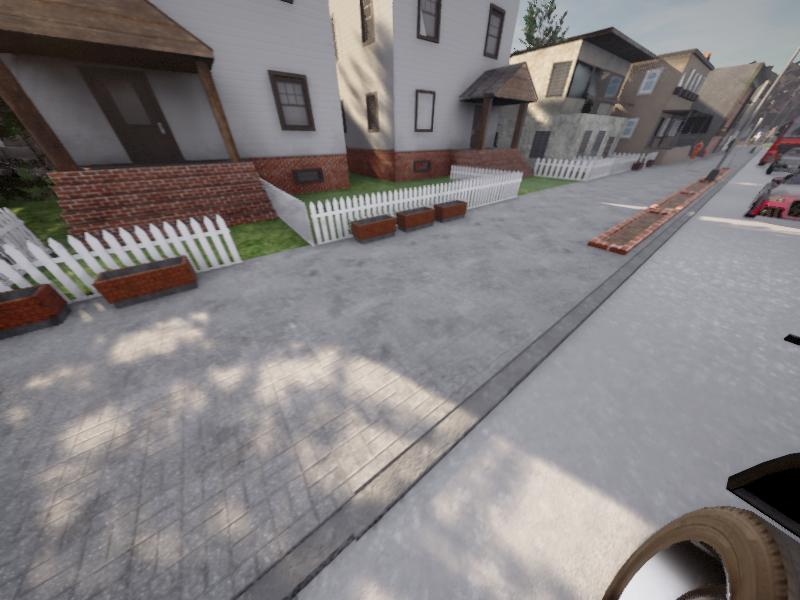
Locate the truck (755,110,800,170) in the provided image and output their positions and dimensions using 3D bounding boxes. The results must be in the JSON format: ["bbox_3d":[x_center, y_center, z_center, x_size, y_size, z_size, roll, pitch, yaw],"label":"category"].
[{"bbox_3d":[34.625,-13.746,19.811,8.468,3.827,2.891,-24,41,-29],"label":"truck"}]

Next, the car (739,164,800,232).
[{"bbox_3d":[13.024,-3.298,7.297,4.181,1.385,1.994,-24,41,-29],"label":"car"}]

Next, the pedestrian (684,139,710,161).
[{"bbox_3d":[30.083,-15.227,23.415,0.751,1.860,0.751,-25,42,-30],"label":"pedestrian"}]

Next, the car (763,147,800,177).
[{"bbox_3d":[27.262,-9.589,15.944,3.705,1.549,1.789,-24,41,-29],"label":"car"}]

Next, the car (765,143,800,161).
[{"bbox_3d":[43.842,-16.813,26.120,4.792,1.488,2.163,-24,41,-29],"label":"car"}]

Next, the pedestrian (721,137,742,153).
[{"bbox_3d":[47.972,-22.427,33.486,0.751,1.860,0.751,-11,37,-14],"label":"pedestrian"}]
